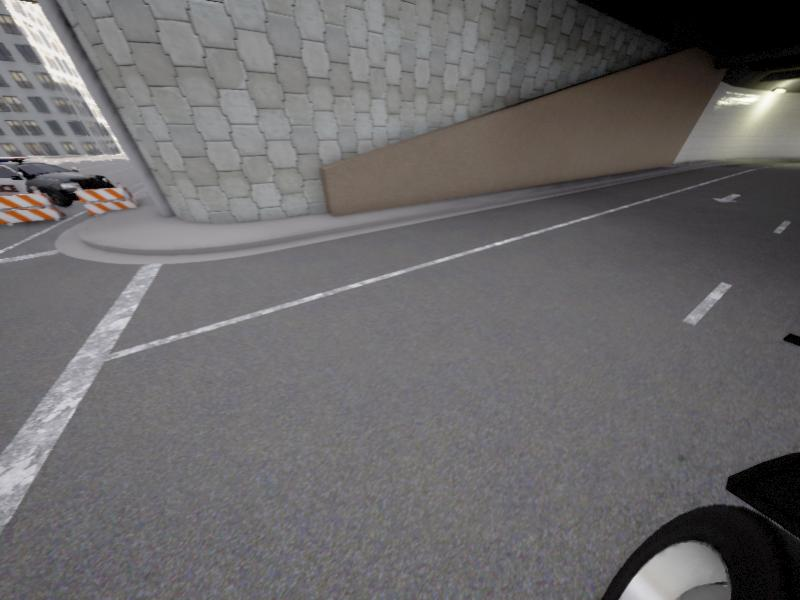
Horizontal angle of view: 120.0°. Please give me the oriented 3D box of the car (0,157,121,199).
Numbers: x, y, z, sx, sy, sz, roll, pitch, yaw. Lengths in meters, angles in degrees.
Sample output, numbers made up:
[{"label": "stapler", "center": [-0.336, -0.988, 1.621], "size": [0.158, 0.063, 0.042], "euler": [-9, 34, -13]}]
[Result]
[{"label": "car", "center": [-14.685, -4.875, 9.165], "size": [4.536, 1.218, 1.853], "euler": [-1, 35, -1]}]

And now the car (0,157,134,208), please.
[{"label": "car", "center": [-14.632, -4.747, 9.257], "size": [4.974, 1.542, 2.038], "euler": [-1, 35, -1]}]
